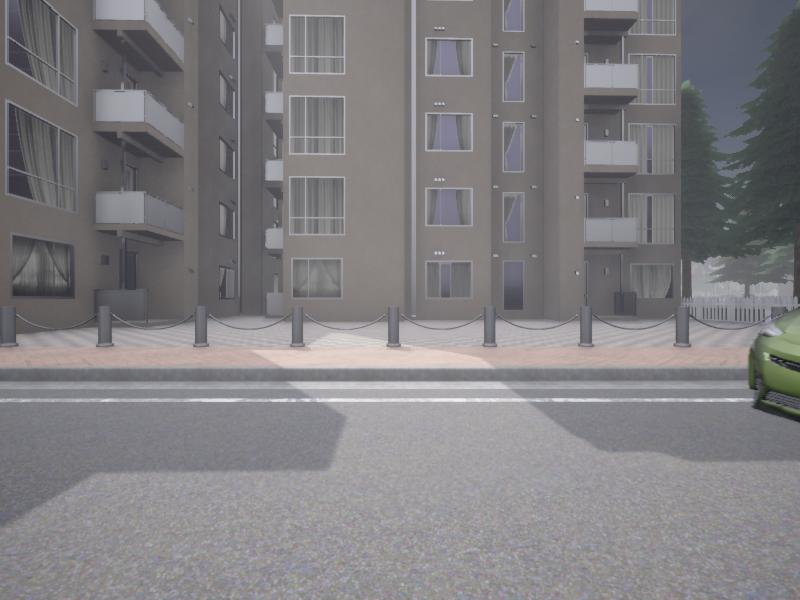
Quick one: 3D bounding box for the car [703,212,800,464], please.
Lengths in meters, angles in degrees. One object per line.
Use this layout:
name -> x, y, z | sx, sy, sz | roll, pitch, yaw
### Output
car -> 4.673, 0.228, 2.185 | 4.514, 1.525, 2.007 | 0, 0, 0
